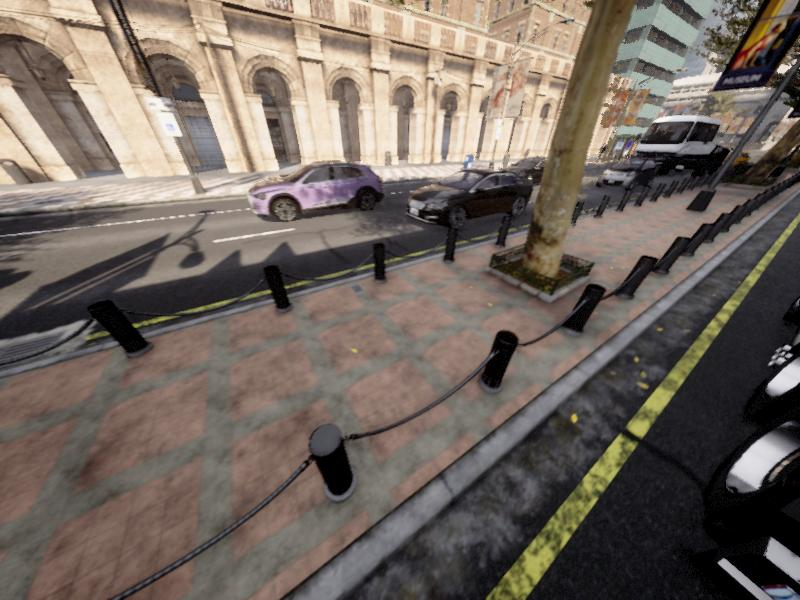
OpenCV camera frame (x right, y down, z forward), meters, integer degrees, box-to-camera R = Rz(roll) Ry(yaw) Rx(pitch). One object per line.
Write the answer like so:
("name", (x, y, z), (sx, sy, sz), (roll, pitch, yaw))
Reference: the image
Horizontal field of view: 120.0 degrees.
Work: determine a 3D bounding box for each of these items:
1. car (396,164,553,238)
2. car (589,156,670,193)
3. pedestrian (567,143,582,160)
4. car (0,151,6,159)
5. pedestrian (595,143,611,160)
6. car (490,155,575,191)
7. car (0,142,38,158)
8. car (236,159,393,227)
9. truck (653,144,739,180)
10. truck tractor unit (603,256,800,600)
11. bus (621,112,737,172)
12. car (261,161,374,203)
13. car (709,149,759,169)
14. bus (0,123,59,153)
("car", (2.525, -3.632, 7.940), (4.902, 1.511, 2.128), (-19, 39, -26))
("car", (13.205, -7.324, 13.334), (3.633, 1.501, 1.845), (-19, 39, -26))
("pedestrian", (22.992, -19.554, 30.425), (0.751, 1.860, 0.751), (-12, 37, -17))
("car", (-51.655, -17.944, 28.021), (2.007, 1.525, 4.514), (-19, 39, -25))
("pedestrian", (27.487, -20.168, 31.350), (0.751, 1.860, 0.751), (-16, 38, -22))
("car", (8.093, -7.888, 14.127), (4.892, 1.490, 1.837), (-19, 39, -25))
("car", (-55.282, -21.386, 32.856), (2.152, 1.651, 5.027), (-19, 39, -25))
("car", (-2.885, -4.156, 8.545), (4.856, 1.649, 2.033), (-19, 39, -26))
("truck", (23.553, -11.125, 18.399), (6.274, 2.098, 2.390), (-19, 39, -25))
("truck tractor unit", (5.098, -0.312, 0.803), (6.516, 4.208, 3.053), (-19, 39, -25))
("bus", (28.019, -15.793, 23.272), (10.273, 4.253, 3.944), (-19, 39, -26))
("car", (-3.856, -5.863, 11.271), (4.718, 1.301, 1.895), (-19, 39, -26))
("car", (35.643, -15.081, 24.658), (5.366, 1.575, 1.801), (-19, 39, -25))
("bus", (-70.442, -30.330, 43.276), (10.273, 4.253, 3.944), (17, 38, 22))
